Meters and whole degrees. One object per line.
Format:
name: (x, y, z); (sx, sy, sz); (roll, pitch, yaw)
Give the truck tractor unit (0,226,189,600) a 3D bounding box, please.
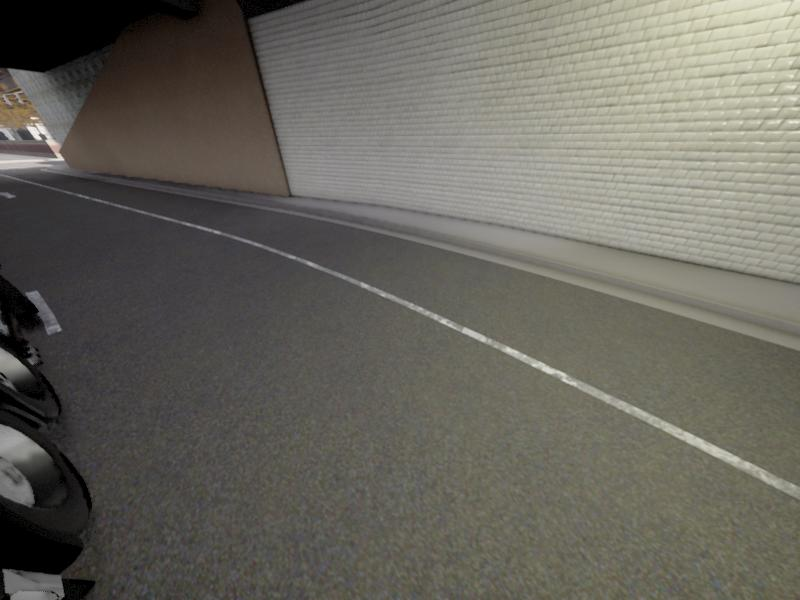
truck tractor unit: (-5.041, -0.366, 0.864); (6.516, 4.208, 3.053); (21, 40, 27)
